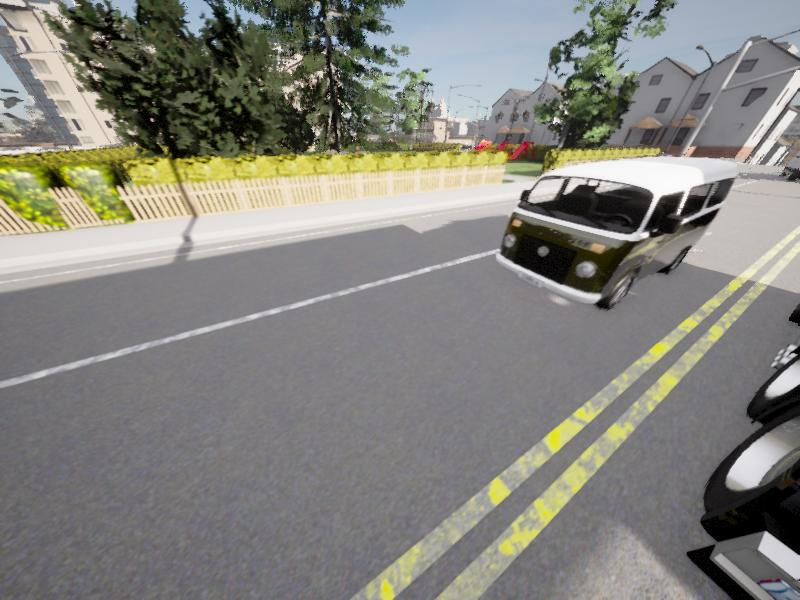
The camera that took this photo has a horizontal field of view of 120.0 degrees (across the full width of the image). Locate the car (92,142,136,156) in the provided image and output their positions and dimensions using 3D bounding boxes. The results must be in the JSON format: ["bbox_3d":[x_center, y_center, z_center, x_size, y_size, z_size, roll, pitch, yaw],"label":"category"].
[{"bbox_3d":[-53.835,-28.576,43.640,4.792,1.488,2.163,-23,40,-18],"label":"car"}]

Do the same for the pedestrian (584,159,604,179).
[{"bbox_3d":[12.978,-8.782,15.467,0.500,1.100,0.500,-16,38,-22],"label":"pedestrian"}]

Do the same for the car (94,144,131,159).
[{"bbox_3d":[-39.290,-20.458,31.720,1.789,1.549,3.705,-17,39,-24],"label":"car"}]

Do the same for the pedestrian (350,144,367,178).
[{"bbox_3d":[-2.657,-9.050,15.061,0.751,1.860,0.751,3,35,3],"label":"pedestrian"}]

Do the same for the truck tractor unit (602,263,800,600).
[{"bbox_3d":[5.105,-0.307,0.785,6.516,4.208,3.053,-18,39,-24],"label":"truck tractor unit"}]

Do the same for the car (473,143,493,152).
[{"bbox_3d":[18.728,-34.476,52.310,1.851,1.617,3.988,-17,39,-24],"label":"car"}]

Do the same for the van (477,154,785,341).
[{"bbox_3d":[4.023,-1.414,4.284,4.480,2.038,2.069,-18,39,-24],"label":"van"}]

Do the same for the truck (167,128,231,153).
[{"bbox_3d":[-39.433,-31.693,45.911,2.891,3.827,8.468,18,39,24],"label":"truck"}]

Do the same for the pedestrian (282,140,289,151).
[{"bbox_3d":[-23.176,-31.307,46.881,0.751,1.860,0.751,-13,37,-19],"label":"pedestrian"}]

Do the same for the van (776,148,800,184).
[{"bbox_3d":[28.858,-9.503,15.682,5.915,2.561,1.988,-27,44,-33],"label":"van"}]
